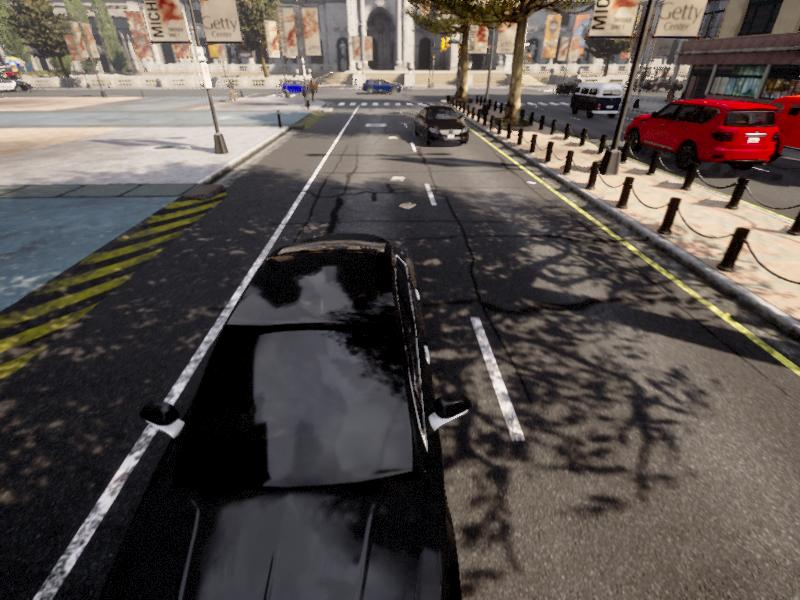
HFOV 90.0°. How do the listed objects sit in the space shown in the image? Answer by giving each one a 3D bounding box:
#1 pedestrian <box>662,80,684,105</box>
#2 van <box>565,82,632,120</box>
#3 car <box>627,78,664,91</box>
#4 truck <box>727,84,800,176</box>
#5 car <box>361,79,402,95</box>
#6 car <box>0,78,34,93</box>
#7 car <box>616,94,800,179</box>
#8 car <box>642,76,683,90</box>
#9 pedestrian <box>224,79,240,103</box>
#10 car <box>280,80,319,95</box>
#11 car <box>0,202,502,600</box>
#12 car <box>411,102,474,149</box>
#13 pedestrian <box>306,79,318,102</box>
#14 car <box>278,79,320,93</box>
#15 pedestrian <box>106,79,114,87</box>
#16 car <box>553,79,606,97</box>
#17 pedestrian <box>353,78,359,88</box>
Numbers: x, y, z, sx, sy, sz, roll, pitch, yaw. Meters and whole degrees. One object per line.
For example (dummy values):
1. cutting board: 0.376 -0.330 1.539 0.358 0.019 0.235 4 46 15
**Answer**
1. pedestrian: 23.074 -17.581 33.858 0.751 1.860 0.751 1 30 1
2. van: 13.423 -13.747 27.470 2.069 2.038 4.480 -1 30 -2
3. car: 34.507 -30.325 56.333 3.806 1.475 1.970 -1 30 -1
4. truck: 14.002 -5.272 12.567 2.627 2.467 5.204 -1 30 -2
5. car: -2.247 -26.301 49.311 4.856 1.649 2.033 -1 30 -1
6. car: -51.731 -28.137 52.448 4.974 1.542 2.038 -10 32 -17
7. car: 10.438 -6.028 14.275 2.150 2.045 5.566 -1 30 -2
8. car: 34.820 -28.845 53.156 3.988 1.617 1.851 -1 30 -1
9. pedestrian: -14.945 -18.607 35.581 0.751 1.860 0.751 5 31 8
10. car: -12.313 -26.088 49.092 4.193 1.474 1.816 -1 30 -1
11. car: -0.647 0.624 3.448 1.837 1.490 4.892 -1 30 -2
12. car: 1.802 -8.205 18.584 1.812 1.442 4.674 -4 31 -7
13. pedestrian: -7.946 -19.022 36.294 0.751 1.860 0.751 -1 30 -3
14. car: -13.053 -27.844 52.092 4.792 1.488 2.163 -1 30 -1
15. pedestrian: -44.223 -33.054 60.991 0.500 1.100 0.500 4 31 7
16. car: 20.911 -24.757 46.683 5.238 1.638 1.930 -7 31 -12
17. pedestrian: -6.640 -32.747 60.299 0.751 1.300 0.751 -1 30 -1
